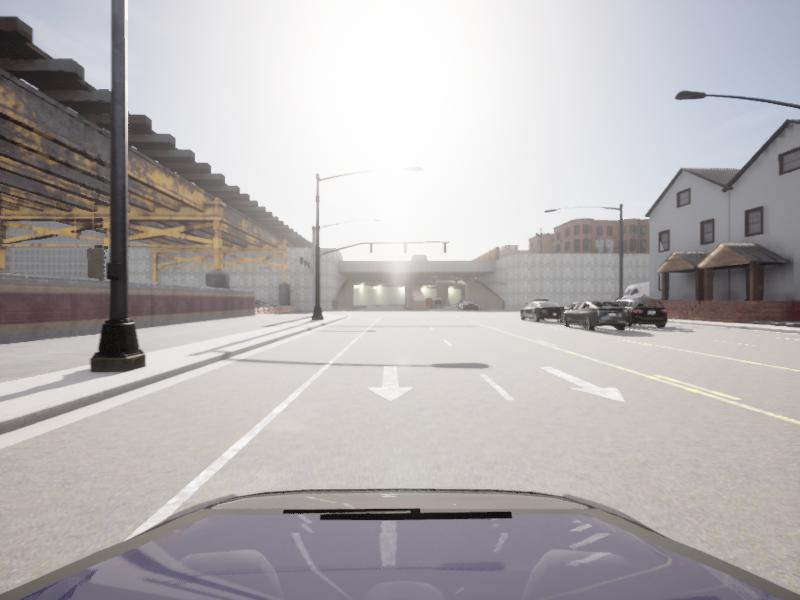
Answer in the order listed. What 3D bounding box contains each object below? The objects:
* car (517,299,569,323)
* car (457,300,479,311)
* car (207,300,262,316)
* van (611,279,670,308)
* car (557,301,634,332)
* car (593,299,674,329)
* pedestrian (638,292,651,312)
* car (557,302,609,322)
[{"bbox_3d":[10.504,0.770,29.880,1.930,1.638,5.238,0,0,-1],"label":"car"},{"bbox_3d":[10.077,0.826,59.734,2.038,1.542,4.974,0,0,-6],"label":"car"},{"bbox_3d":[-17.668,0.795,42.886,2.038,1.542,4.974,0,0,44],"label":"car"},{"bbox_3d":[29.917,-0.784,49.853,5.915,2.561,1.988,-9,0,0],"label":"van"},{"bbox_3d":[10.500,0.828,21.903,2.007,1.525,4.514,0,0,0],"label":"car"},{"bbox_3d":[13.997,0.755,24.375,2.242,1.667,4.611,0,0,0],"label":"car"},{"bbox_3d":[23.497,0.208,38.430,0.751,1.860,0.751,0,0,-18],"label":"pedestrian"},{"bbox_3d":[14.116,0.869,31.129,1.812,1.442,4.674,0,0,-1],"label":"car"}]
